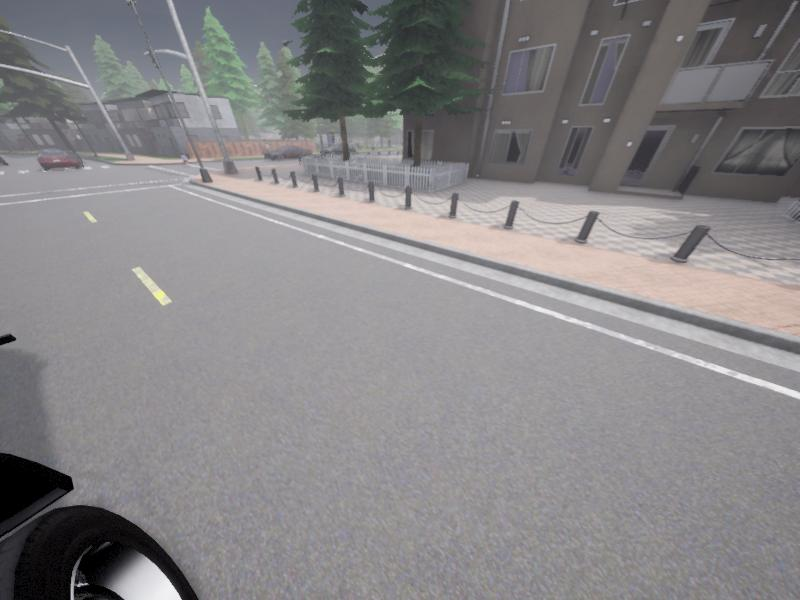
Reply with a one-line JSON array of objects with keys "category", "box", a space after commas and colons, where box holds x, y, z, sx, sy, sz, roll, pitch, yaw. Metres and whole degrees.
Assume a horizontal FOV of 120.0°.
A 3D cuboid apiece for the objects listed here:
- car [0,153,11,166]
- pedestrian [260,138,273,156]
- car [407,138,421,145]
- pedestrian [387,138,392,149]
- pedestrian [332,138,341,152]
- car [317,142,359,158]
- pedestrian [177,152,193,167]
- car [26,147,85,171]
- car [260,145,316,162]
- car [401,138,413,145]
[{"category": "car", "box": [-37.354, -12.784, 20.555, 4.181, 1.385, 1.994, 19, 39, 24]}, {"category": "pedestrian", "box": [-17.197, -19.744, 29.800, 0.751, 1.860, 0.751, 24, 42, 30]}, {"category": "car", "box": [4.445, -49.802, 72.450, 1.932, 1.855, 4.605, 24, 41, 29]}, {"category": "pedestrian", "box": [-2.120, -31.058, 45.875, 0.751, 1.860, 0.751, 22, 41, 28]}, {"category": "pedestrian", "box": [-10.284, -25.133, 37.455, 0.751, 1.860, 0.751, -26, 43, -32]}, {"category": "car", "box": [-8.184, -20.276, 31.108, 2.152, 1.651, 5.027, 25, 42, 30]}, {"category": "pedestrian", "box": [-18.582, -12.148, 19.972, 0.500, 1.100, 0.500, 21, 40, 26]}, {"category": "car", "box": [-27.913, -11.573, 18.891, 4.181, 1.385, 1.994, 29, 44, 34]}, {"category": "car", "box": [-12.684, -16.897, 26.505, 2.033, 1.411, 5.357, 25, 42, 30]}, {"category": "car", "box": [2.202, -50.498, 73.427, 1.905, 1.878, 3.866, 24, 41, 29]}]
